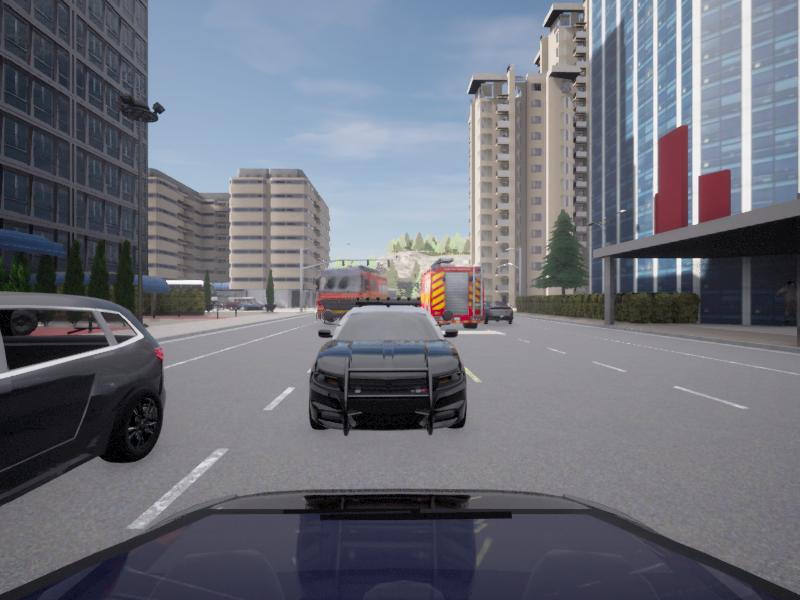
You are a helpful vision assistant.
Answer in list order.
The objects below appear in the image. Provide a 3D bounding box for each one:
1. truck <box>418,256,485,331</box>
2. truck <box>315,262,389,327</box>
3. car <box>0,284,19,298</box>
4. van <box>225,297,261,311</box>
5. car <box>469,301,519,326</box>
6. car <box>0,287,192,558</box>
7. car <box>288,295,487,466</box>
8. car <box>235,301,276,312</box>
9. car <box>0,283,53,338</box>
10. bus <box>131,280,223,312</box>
[{"bbox_3d":[2.854,-0.321,24.811,2.891,3.827,8.468,0,0,-1],"label":"truck"},{"bbox_3d":[-2.950,-0.321,27.754,2.891,3.827,8.468,0,0,9],"label":"truck"},{"bbox_3d":[-16.357,-0.347,15.659,1.750,0.535,1.642,0,0,29],"label":"car"},{"bbox_3d":[-22.666,0.598,57.894,4.442,1.987,1.775,0,0,-1],"label":"van"},{"bbox_3d":[6.286,0.836,27.390,2.128,1.511,4.902,0,0,-2],"label":"car"},{"bbox_3d":[-3.586,0.756,2.516,2.242,1.667,4.611,0,0,-1],"label":"car"},{"bbox_3d":[-0.189,0.771,6.483,1.930,1.638,5.238,0,0,-2],"label":"car"},{"bbox_3d":[-19.635,0.851,54.438,4.792,1.488,2.163,0,0,-1],"label":"car"},{"bbox_3d":[-17.017,0.402,14.472,2.390,2.098,6.274,0,0,29],"label":"car"},{"bbox_3d":[-30.156,-0.533,54.400,10.273,4.253,3.944,0,0,-1],"label":"bus"}]
